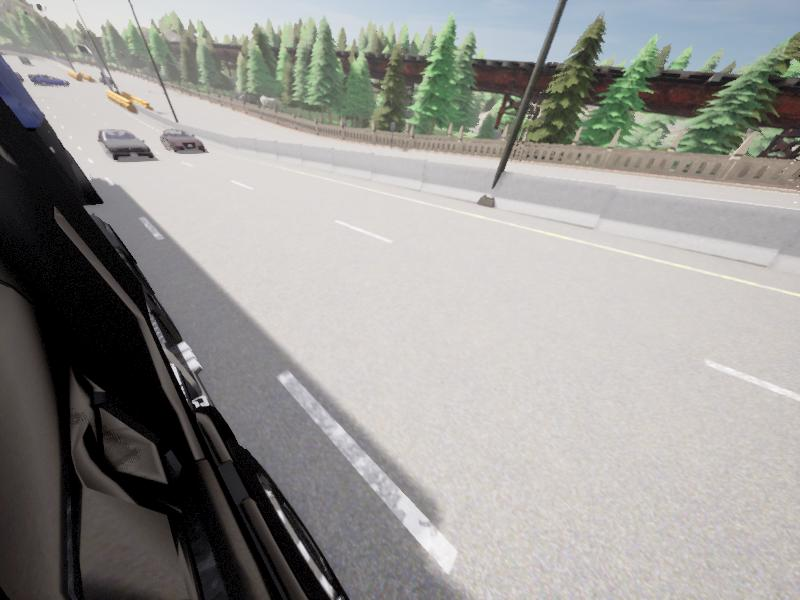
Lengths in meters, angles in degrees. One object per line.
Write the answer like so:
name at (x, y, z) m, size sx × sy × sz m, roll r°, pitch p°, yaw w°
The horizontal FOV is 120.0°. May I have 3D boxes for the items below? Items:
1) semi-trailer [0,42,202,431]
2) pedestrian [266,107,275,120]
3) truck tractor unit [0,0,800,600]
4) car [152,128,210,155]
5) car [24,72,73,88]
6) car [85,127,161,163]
semi-trailer at (-8.697, -3.610, 4.223) m, size 14.254 × 4.402 × 2.717 m, roll 28°, pitch 44°, yaw 30°
pedestrian at (-25.170, -36.152, 44.901) m, size 0.751 × 1.860 × 0.751 m, roll 34°, pitch 46°, yaw 25°
truck tractor unit at (-2.645, -0.295, 0.351) m, size 6.516 × 4.208 × 3.053 m, roll 28°, pitch 44°, yaw 30°
car at (-16.761, -12.175, 17.649) m, size 4.181 × 1.385 × 1.994 m, roll 29°, pitch 44°, yaw 29°
car at (-65.635, -41.098, 43.248) m, size 2.007 × 1.525 × 4.514 m, roll 19°, pitch 42°, yaw 10°
car at (-17.133, -9.626, 14.235) m, size 5.357 × 1.411 × 2.033 m, roll 28°, pitch 44°, yaw 30°
